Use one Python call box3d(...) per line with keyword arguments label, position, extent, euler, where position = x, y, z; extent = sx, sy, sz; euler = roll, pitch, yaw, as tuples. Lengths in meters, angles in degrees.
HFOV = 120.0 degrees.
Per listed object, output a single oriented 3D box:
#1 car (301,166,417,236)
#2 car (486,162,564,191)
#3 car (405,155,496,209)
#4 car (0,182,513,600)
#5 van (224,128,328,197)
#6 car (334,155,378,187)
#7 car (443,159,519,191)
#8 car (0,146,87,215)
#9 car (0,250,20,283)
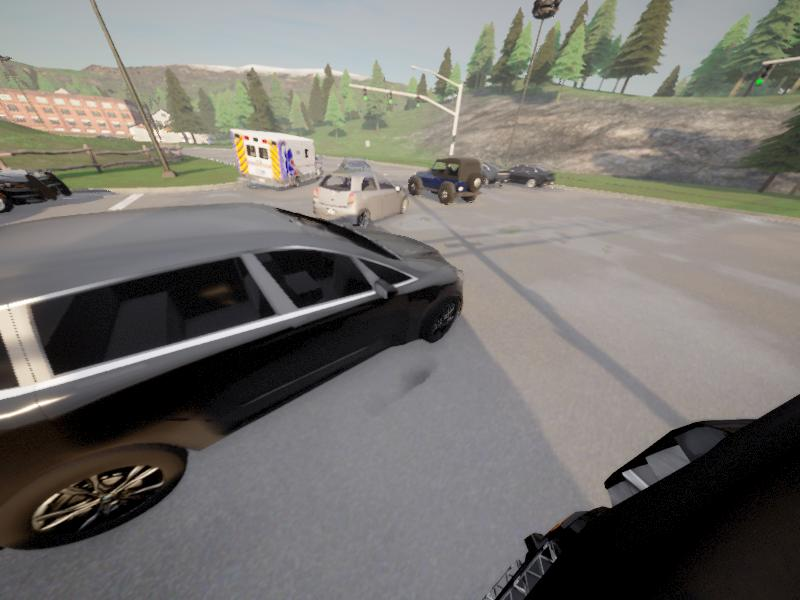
box3d(label="car", position=(-1.091, -3.546, 7.822), extent=(1.845, 1.501, 3.633), euler=(19, 36, 23))
box3d(label="car", position=(9.572, -9.793, 18.119), extent=(1.837, 1.490, 4.892), euler=(-20, 40, -31))
box3d(label="car", position=(2.236, -5.968, 11.407), extent=(1.905, 1.878, 3.866), euler=(-20, 39, -31))
box3d(label="car", position=(-1.263, -0.147, 2.571), extent=(4.611, 1.667, 2.242), euler=(-22, 41, -32))
box3d(label="van", position=(-6.535, -8.152, 13.546), extent=(2.351, 2.431, 6.366), euler=(11, 34, -1))
box3d(label="car", position=(-3.192, -9.068, 16.093), extent=(2.033, 1.411, 5.357), euler=(-8, 35, -17))
box3d(label="car", position=(5.825, -9.487, 17.340), extent=(2.128, 1.511, 4.902), euler=(-21, 40, -31))
box3d(label="car", position=(-13.511, -3.327, 6.399), extent=(5.238, 1.638, 1.930), euler=(-14, 37, -24))
box3d(label="car", position=(-8.805, -0.005, 2.001), extent=(5.357, 1.411, 2.033), euler=(-14, 37, -24))
